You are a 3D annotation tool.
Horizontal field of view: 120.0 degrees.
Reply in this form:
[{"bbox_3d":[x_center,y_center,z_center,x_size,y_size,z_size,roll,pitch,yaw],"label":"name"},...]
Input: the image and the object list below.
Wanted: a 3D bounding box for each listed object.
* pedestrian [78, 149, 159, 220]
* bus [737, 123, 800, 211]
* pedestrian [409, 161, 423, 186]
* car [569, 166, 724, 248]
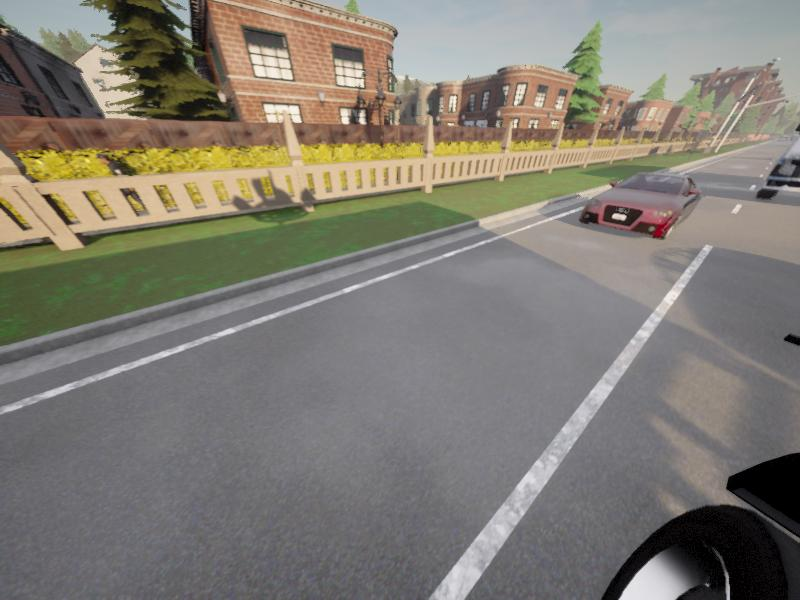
[{"bbox_3d":[-8.671,-3.618,7.247,0.751,1.860,0.751,-23,41,-28],"label":"pedestrian"},{"bbox_3d":[19.052,-6.540,9.338,10.273,4.253,3.944,-23,41,-28],"label":"bus"},{"bbox_3d":[0.820,-6.669,12.153,0.500,1.100,0.500,-14,37,-18],"label":"pedestrian"},{"bbox_3d":[7.411,-3.023,6.962,4.181,1.385,1.994,-23,41,-28],"label":"car"}]
